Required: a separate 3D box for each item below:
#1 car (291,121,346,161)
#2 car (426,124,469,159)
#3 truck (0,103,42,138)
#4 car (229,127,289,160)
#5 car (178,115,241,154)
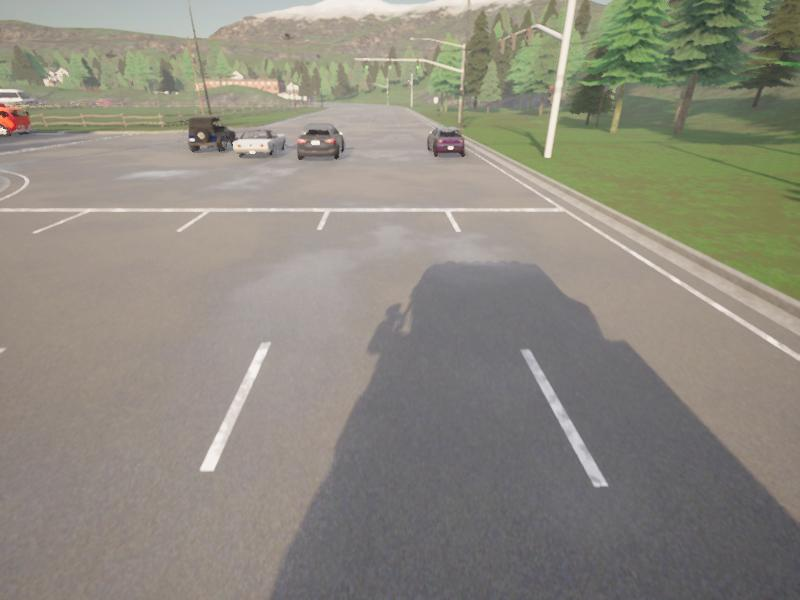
[{"bbox_3d":[-4.353,-8.916,22.230,2.242,1.667,4.611,-1,27,-2],"label":"car"},{"bbox_3d":[2.616,-9.243,23.092,1.816,1.474,4.193,-1,27,-2],"label":"car"},{"bbox_3d":[-32.958,-14.495,32.181,5.204,2.467,2.627,0,27,-3],"label":"truck"},{"bbox_3d":[-7.882,-9.058,22.914,1.895,1.301,4.718,-1,27,-2],"label":"car"},{"bbox_3d":[-11.456,-10.150,24.389,1.905,1.878,3.866,-1,27,-2],"label":"car"}]
